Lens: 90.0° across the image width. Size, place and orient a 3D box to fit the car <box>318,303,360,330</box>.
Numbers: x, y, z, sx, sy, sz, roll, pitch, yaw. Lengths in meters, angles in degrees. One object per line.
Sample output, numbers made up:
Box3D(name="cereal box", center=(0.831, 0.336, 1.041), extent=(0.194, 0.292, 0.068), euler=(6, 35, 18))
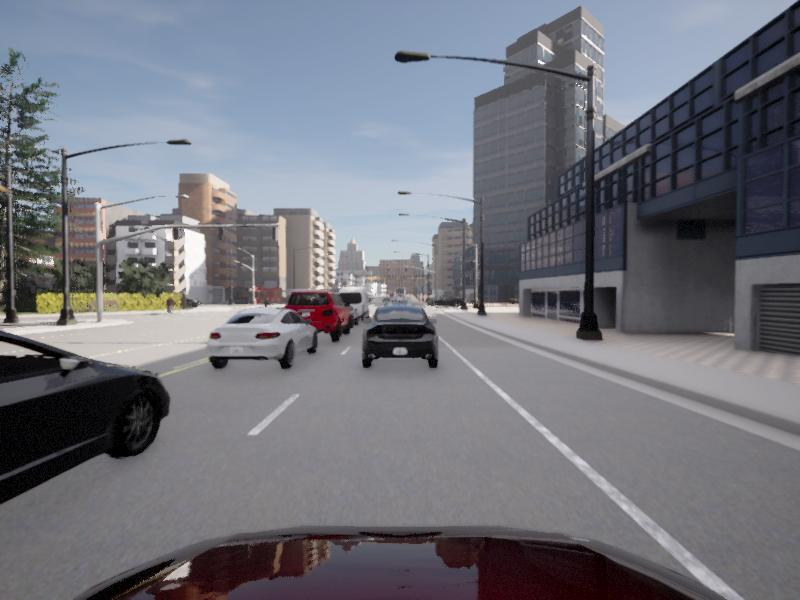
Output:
Box3D(name="car", center=(-3.588, 0.914, 24.424), extent=(1.812, 1.442, 4.674), euler=(0, 0, 0))

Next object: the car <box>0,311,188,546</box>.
Box3D(name="car", center=(-3.502, 0.858, 2.796), extent=(1.816, 1.474, 4.193), euler=(0, 0, 0))

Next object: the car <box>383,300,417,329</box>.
Box3D(name="car", center=(-0.015, 0.812, 25.354), extent=(1.930, 1.638, 5.238), euler=(0, 0, 0))

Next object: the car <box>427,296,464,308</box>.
Box3D(name="car", center=(6.450, 0.277, 57.439), extent=(5.008, 1.535, 1.882), euler=(0, 1, -3))

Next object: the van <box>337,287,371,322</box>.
Box3D(name="van", center=(-3.514, 0.270, 31.587), extent=(1.988, 2.561, 5.915), euler=(0, 1, 0))

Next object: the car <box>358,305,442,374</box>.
Box3D(name="car", center=(0.001, 0.899, 11.160), extent=(1.837, 1.490, 4.892), euler=(0, -1, 0))

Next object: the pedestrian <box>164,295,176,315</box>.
Box3D(name="pedestrian", center=(-21.958, 0.493, 38.209), extent=(0.751, 1.860, 0.751), euler=(0, 1, -7))

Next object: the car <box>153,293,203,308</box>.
Box3D(name="car", center=(-30.069, 0.080, 54.379), extent=(5.566, 2.045, 2.150), euler=(0, 1, 0))

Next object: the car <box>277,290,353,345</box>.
Box3D(name="car", center=(-3.512, 0.640, 17.748), extent=(2.150, 2.045, 5.566), euler=(0, 0, 0))

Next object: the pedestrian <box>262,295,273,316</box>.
Box3D(name="pedestrian", center=(-12.035, 0.521, 36.241), extent=(0.751, 1.860, 0.751), euler=(-1, 2, -38))

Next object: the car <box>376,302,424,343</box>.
Box3D(name="car", center=(-0.003, 0.895, 18.047), extent=(1.882, 1.535, 5.008), euler=(0, 0, 0))

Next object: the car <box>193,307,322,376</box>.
Box3D(name="car", center=(-3.501, 0.924, 10.871), extent=(1.812, 1.442, 4.674), euler=(0, 0, 0))
